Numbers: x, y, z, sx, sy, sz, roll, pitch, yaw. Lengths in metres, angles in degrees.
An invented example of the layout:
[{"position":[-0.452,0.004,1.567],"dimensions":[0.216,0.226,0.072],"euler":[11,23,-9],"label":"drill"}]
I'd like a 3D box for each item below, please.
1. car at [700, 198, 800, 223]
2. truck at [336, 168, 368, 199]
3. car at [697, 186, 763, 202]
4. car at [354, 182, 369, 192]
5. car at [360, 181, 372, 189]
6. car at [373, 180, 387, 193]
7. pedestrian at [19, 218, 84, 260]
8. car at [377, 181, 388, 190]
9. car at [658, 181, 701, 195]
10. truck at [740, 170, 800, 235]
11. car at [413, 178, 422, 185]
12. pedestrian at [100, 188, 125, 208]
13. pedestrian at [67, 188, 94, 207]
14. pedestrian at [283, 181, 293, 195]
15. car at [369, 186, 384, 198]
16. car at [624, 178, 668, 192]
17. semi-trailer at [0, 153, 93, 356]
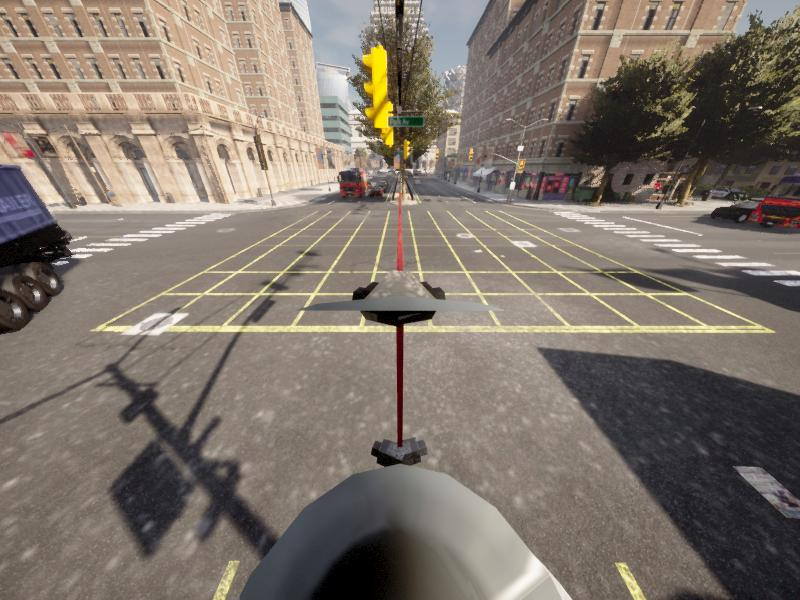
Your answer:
[{"position":[29.571,-7.588,19.507],"dimensions":[5.238,1.638,1.930],"euler":[0,30,-1],"label":"car"},{"position":[-7.080,-18.109,35.546],"dimensions":[2.891,3.827,8.468],"euler":[0,30,0],"label":"truck"},{"position":[45.916,-14.963,32.392],"dimensions":[2.038,1.542,4.974],"euler":[0,30,1],"label":"car"},{"position":[-7.055,-20.928,42.777],"dimensions":[1.970,1.475,3.806],"euler":[0,30,0],"label":"car"},{"position":[-7.048,-24.187,48.530],"dimensions":[1.994,1.385,4.181],"euler":[0,30,-1],"label":"car"},{"position":[-3.558,-20.387,41.522],"dimensions":[2.097,1.767,4.553],"euler":[0,30,0],"label":"car"},{"position":[-16.785,-2.942,11.193],"dimensions":[0.751,1.860,0.751],"euler":[-2,30,-4],"label":"pedestrian"},{"position":[-3.540,-23.214,46.736],"dimensions":[1.970,1.475,3.806],"euler":[0,30,0],"label":"car"},{"position":[46.025,-18.540,38.227],"dimensions":[1.905,1.878,3.866],"euler":[0,30,0],"label":"car"},{"position":[30.927,-6.786,15.937],"dimensions":[8.468,3.827,2.891],"euler":[0,30,0],"label":"truck"},{"position":[4.503,-31.066,60.336],"dimensions":[1.970,1.475,3.806],"euler":[0,30,0],"label":"car"},{"position":[-30.736,-10.921,24.708],"dimensions":[0.751,1.860,0.751],"euler":[-1,30,-1],"label":"pedestrian"},{"position":[-34.743,-11.177,25.152],"dimensions":[0.751,1.860,0.751],"euler":[4,30,6],"label":"pedestrian"},{"position":[-17.421,-17.456,36.027],"dimensions":[0.751,1.860,0.751],"euler":[1,30,1],"label":"pedestrian"},{"position":[-3.577,-16.711,35.654],"dimensions":[1.895,1.301,4.718],"euler":[0,30,0],"label":"car"},{"position":[46.032,-21.639,43.438],"dimensions":[2.150,2.045,5.566],"euler":[0,30,0],"label":"car"},{"position":[-10.958,-0.253,3.996],"dimensions":[2.717,4.402,14.254],"euler":[-20,36,-32],"label":"semi-trailer"}]
